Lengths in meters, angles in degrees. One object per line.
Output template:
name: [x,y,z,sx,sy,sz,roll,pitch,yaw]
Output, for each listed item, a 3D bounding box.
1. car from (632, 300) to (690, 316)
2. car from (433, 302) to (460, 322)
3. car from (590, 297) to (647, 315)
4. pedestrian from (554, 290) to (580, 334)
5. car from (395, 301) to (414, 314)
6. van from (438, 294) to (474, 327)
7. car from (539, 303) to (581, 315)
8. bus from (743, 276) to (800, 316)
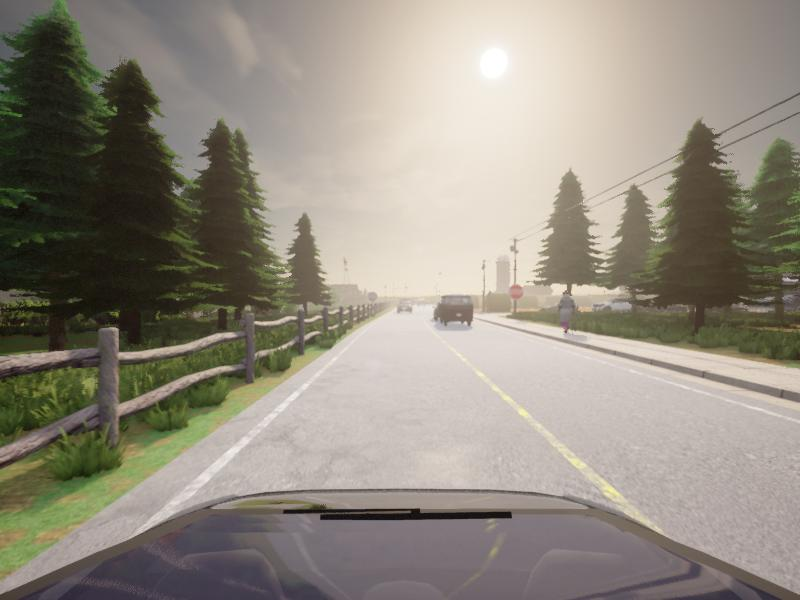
car: [28.487,0.865,43.803,5.027,1.651,2.152,0,0,-1]
car: [3.689,0.879,32.192,1.837,1.490,4.892,0,0,3]
car: [25.695,0.658,47.220,5.566,2.045,2.150,0,0,-1]
pedestrian: [7.096,0.505,17.022,0.751,1.860,0.751,0,0,-1]
car: [0.586,0.895,49.450,2.128,1.511,4.902,0,0,1]
van: [3.540,0.625,25.968,1.775,1.987,4.442,0,0,1]
car: [18.805,0.996,47.069,4.181,1.385,1.994,0,0,-2]
bus: [44.747,-0.448,44.284,10.273,4.253,3.944,0,0,-1]
